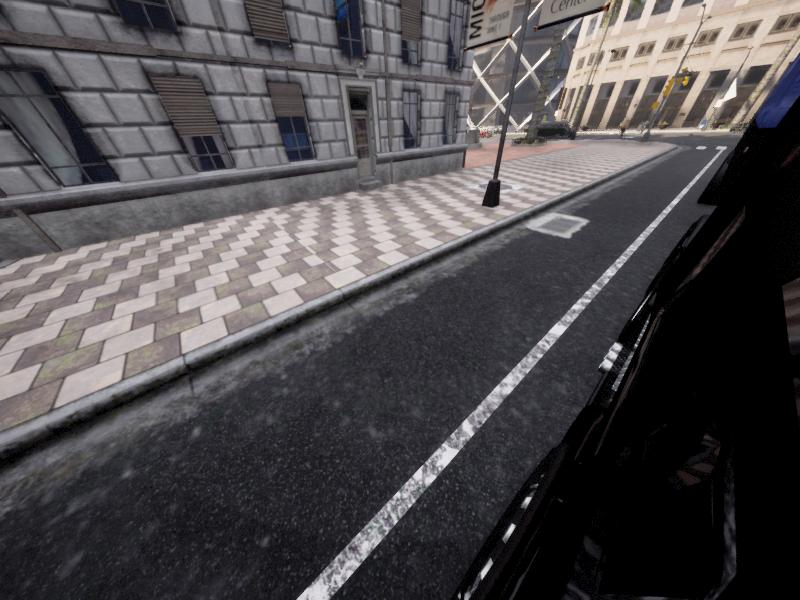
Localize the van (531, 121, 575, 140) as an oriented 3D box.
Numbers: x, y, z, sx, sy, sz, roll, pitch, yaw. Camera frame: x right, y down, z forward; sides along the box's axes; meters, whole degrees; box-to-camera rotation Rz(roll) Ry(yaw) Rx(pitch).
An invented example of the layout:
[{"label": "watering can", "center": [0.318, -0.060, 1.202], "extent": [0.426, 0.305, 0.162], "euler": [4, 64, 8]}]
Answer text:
[{"label": "van", "center": [21.233, -23.699, 32.300], "extent": [1.775, 1.987, 4.442], "euler": [-31, 45, -32]}]

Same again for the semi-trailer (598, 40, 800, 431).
[{"label": "semi-trailer", "center": [8.696, -3.609, 4.227], "extent": [14.254, 4.402, 2.717], "euler": [-28, 44, -30]}]

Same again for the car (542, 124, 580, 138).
[{"label": "car", "center": [23.823, -25.039, 34.247], "extent": [1.851, 1.617, 3.988], "euler": [-31, 45, -32]}]

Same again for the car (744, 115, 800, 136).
[{"label": "car", "center": [39.621, -17.660, 23.366], "extent": [1.930, 1.638, 5.238], "euler": [-28, 43, -30]}]

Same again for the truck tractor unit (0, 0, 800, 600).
[{"label": "truck tractor unit", "center": [2.645, -0.295, 0.351], "extent": [6.516, 4.208, 3.053], "euler": [-28, 44, -30]}]

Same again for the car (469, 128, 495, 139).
[{"label": "car", "center": [14.362, -29.307, 40.656], "extent": [3.806, 1.475, 1.970], "euler": [15, 40, 22]}]

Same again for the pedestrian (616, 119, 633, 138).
[{"label": "pedestrian", "center": [27.623, -21.081, 28.471], "extent": [0.751, 1.860, 0.751], "euler": [27, 46, 34]}]
